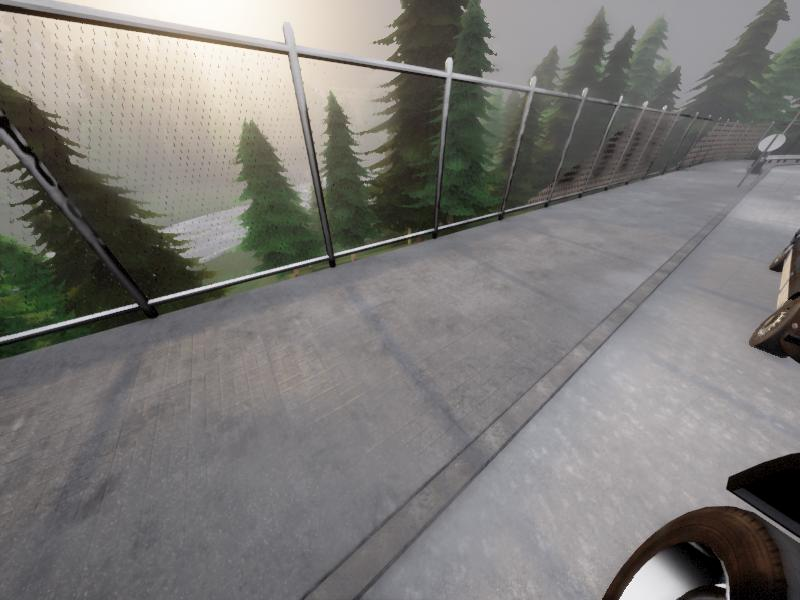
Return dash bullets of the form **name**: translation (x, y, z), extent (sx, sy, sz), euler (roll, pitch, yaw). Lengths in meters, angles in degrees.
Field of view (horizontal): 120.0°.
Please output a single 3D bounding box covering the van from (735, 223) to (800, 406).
- **van**: translation (6.825, -0.676, 2.632), extent (5.915, 2.561, 1.988), euler (-22, 41, -28)
